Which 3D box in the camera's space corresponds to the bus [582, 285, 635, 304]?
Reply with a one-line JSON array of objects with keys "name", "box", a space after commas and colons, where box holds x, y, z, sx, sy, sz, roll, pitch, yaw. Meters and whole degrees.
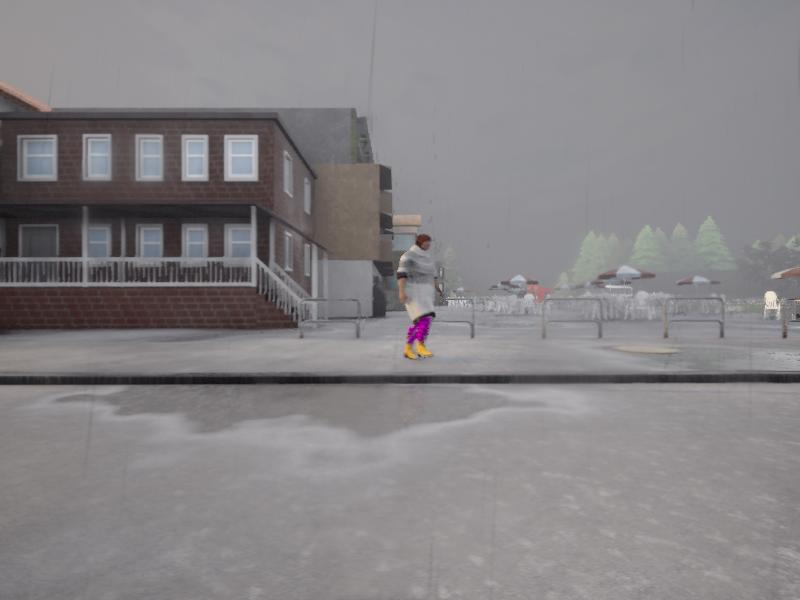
[{"name": "bus", "box": [48.408, -1.216, 93.176, 10.273, 4.253, 3.944, 0, 0, 0]}]

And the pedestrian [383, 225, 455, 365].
[{"name": "pedestrian", "box": [0.279, -0.066, 5.851, 0.751, 1.860, 0.751, 0, 0, 44]}]

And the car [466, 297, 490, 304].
[{"name": "car", "box": [17.307, 0.141, 89.154, 4.856, 1.649, 2.033, 0, 0, 0]}]
